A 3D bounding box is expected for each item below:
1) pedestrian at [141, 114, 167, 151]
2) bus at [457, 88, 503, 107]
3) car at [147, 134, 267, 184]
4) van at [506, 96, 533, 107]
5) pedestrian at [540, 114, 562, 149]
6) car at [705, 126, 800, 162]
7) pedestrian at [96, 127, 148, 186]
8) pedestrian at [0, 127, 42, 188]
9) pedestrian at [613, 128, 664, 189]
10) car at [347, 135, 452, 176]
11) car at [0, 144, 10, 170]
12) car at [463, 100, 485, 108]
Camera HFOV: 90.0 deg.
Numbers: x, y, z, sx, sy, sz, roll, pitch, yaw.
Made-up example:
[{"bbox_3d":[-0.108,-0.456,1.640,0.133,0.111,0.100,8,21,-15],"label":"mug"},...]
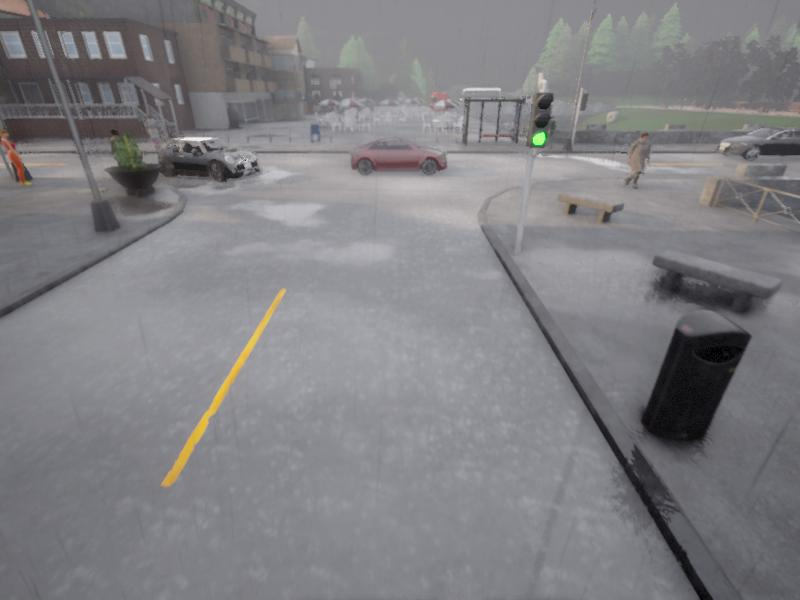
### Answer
[{"bbox_3d":[-14.076,-9.607,22.903,0.751,1.860,0.751,-19,33,-32],"label":"pedestrian"},{"bbox_3d":[19.918,-50.709,100.240,10.273,4.253,3.944,0,27,0],"label":"bus"},{"bbox_3d":[-7.648,-5.701,16.025,3.806,1.475,1.970,9,29,18],"label":"car"},{"bbox_3d":[29.990,-50.019,100.730,5.915,2.561,1.988,0,27,0],"label":"van"},{"bbox_3d":[8.807,-9.845,23.355,0.751,1.860,0.751,1,27,1],"label":"pedestrian"},{"bbox_3d":[19.108,-8.056,20.542,4.902,1.511,2.128,0,27,1],"label":"car"},{"bbox_3d":[-9.692,-5.025,14.018,0.751,1.860,0.751,8,28,15],"label":"pedestrian"},{"bbox_3d":[-13.328,-4.942,13.859,0.751,1.860,0.751,22,34,36],"label":"pedestrian"},{"bbox_3d":[8.014,-4.776,13.509,0.751,1.860,0.751,-5,28,-10],"label":"pedestrian"},{"bbox_3d":[-0.052,-6.203,17.113,4.181,1.385,1.994,-1,27,-1],"label":"car"},{"bbox_3d":[-19.767,-6.446,17.021,3.866,1.878,1.905,0,27,0],"label":"car"},{"bbox_3d":[17.995,-47.770,97.393,4.856,1.649,2.033,0,27,0],"label":"car"}]
